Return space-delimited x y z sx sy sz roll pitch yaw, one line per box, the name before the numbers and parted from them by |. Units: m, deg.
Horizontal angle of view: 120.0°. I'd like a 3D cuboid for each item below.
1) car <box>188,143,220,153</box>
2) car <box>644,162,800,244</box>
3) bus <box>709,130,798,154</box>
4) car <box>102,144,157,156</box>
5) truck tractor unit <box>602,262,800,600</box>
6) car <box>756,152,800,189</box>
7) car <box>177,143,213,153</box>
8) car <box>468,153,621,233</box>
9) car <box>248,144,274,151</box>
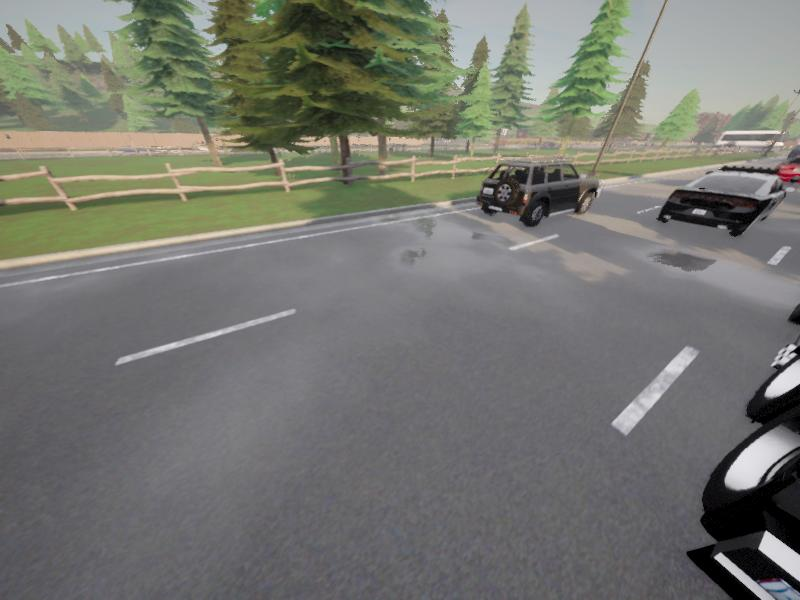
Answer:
car | -36.284 -28.258 42.889 3.988 1.617 1.851 -18 39 -25
car | 10.802 -3.415 7.557 5.238 1.638 1.930 -18 39 -24
bus | 83.329 -37.588 54.958 3.944 4.253 10.273 -18 39 -24
car | -42.605 -23.781 36.592 5.357 1.411 2.033 -18 39 -25
truck tractor unit | 5.108 -0.304 0.786 6.516 4.208 3.053 -18 39 -24
car | 25.354 -8.171 14.485 4.611 1.667 2.242 -18 39 -24
car | -39.459 -29.475 44.721 4.792 1.488 2.163 -18 39 -24
car | 4.897 -3.895 7.992 4.605 1.855 1.932 -18 39 -24
car | -31.347 -34.382 51.990 4.718 1.301 1.895 -18 39 -25
